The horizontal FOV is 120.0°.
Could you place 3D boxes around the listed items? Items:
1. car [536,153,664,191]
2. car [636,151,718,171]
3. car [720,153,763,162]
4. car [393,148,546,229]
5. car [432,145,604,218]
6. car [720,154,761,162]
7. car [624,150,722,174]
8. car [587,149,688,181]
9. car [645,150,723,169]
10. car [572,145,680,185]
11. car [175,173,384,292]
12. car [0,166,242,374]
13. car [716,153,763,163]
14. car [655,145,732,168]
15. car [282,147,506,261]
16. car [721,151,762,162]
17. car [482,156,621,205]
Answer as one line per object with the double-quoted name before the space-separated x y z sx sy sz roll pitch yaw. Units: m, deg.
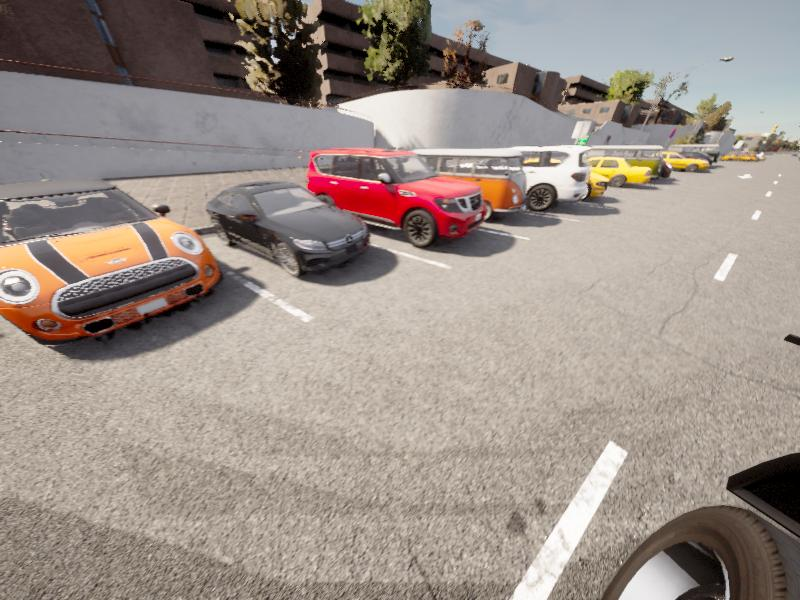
"car" 11.619 -7.854 13.954 5.366 1.575 1.946 21 40 28
"car" 26.411 -13.521 22.377 4.674 1.452 2.002 21 39 28
"car" 81.267 -34.024 55.163 5.366 1.575 1.946 22 39 28
"car" 2.113 -4.088 8.051 4.442 1.987 1.878 21 40 29
"car" 4.431 -5.123 9.506 5.566 2.045 2.435 21 40 28
"car" 78.953 -33.042 53.651 4.792 1.488 2.163 22 39 28
"car" 24.126 -12.537 20.850 5.366 1.575 1.946 21 39 28
"car" 16.629 -9.829 16.644 4.553 1.767 2.185 21 39 28
"car" 28.851 -14.476 23.783 4.674 1.452 2.002 21 40 28
"car" 14.311 -8.906 15.105 4.442 1.987 1.878 21 39 28
"car" -2.860 -1.952 5.457 4.674 1.452 2.002 21 40 29
"car" -5.322 -1.112 3.983 4.553 1.767 2.185 21 40 29
"car" 74.248 -31.196 50.628 5.366 1.575 1.946 22 38 28
"car" 31.389 -15.622 24.998 4.442 1.987 1.878 21 39 28
"car" -0.394 -3.163 6.679 5.566 2.045 2.435 21 40 29
"car" 76.639 -32.307 51.992 4.442 1.987 1.878 22 38 28
"car" 6.893 -5.875 11.050 5.008 1.535 2.097 21 39 28
